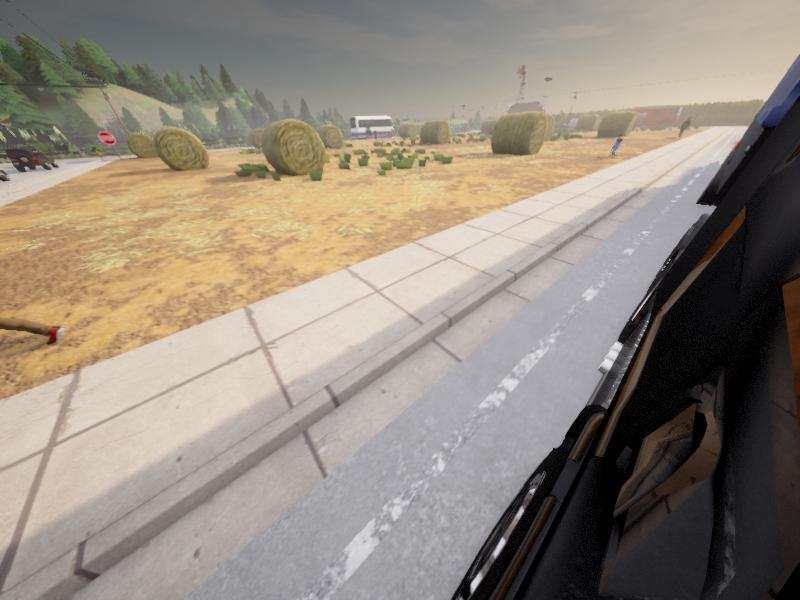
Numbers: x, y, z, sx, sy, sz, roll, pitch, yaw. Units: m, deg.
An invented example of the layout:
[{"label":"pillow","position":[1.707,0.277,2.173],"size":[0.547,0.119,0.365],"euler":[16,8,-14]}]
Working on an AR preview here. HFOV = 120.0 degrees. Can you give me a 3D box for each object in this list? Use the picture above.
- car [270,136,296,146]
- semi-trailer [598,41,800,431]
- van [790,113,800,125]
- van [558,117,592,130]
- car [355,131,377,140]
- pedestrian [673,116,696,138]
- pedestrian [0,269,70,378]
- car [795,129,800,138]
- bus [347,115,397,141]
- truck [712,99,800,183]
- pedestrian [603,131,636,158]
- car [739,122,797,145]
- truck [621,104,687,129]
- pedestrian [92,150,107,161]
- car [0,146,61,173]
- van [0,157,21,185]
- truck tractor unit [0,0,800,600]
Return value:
[{"label":"car","position":[-23.505,-32.072,46.510],"size":[4.193,1.474,1.816],"euler":[-25,42,-27]},{"label":"semi-trailer","position":[8.706,-3.591,4.233],"size":[14.254,4.402,2.717],"euler":[-28,44,-30]},{"label":"van","position":[70.845,-30.582,38.180],"size":[1.988,2.561,5.915],"euler":[-27,44,-29]},{"label":"van","position":[46.958,-47.527,62.250],"size":[2.351,2.431,6.366],"euler":[-27,43,-29]},{"label":"car","position":[-8.065,-39.331,55.152],"size":[4.856,1.649,2.033],"euler":[-25,42,-27]},{"label":"pedestrian","position":[30.014,-18.266,24.383],"size":[0.751,1.860,0.751],"euler":[25,45,31]},{"label":"pedestrian","position":[-4.578,-0.068,2.161],"size":[0.751,1.860,0.751],"euler":[-27,43,-29]},{"label":"car","position":[40.093,-16.315,21.804],"size":[4.792,1.488,2.163],"euler":[-28,44,-30]},{"label":"bus","position":[-6.089,-38.802,52.147],"size":[10.273,4.253,3.944],"euler":[-25,42,-27]},{"label":"truck","position":[16.173,-6.757,9.637],"size":[5.204,2.467,2.627],"euler":[-28,44,-30]},{"label":"pedestrian","position":[13.393,-9.507,14.148],"size":[0.751,1.300,0.751],"euler":[-2,37,1]},{"label":"car","position":[30.663,-14.000,19.364],"size":[4.181,1.385,1.994],"euler":[-28,44,-30]},{"label":"truck","position":[54.387,-39.440,49.876],"size":[2.891,3.827,8.468],"euler":[-27,43,-29]},{"label":"pedestrian","position":[-36.317,-17.499,27.916],"size":[0.500,1.100,0.500],"euler":[-18,40,-20]},{"label":"car","position":[-35.736,-13.648,22.386],"size":[1.905,1.878,3.866],"euler":[-27,43,-29]},{"label":"van","position":[-27.941,-8.276,14.326],"size":[2.351,2.431,6.366],"euler":[-27,43,-29]},{"label":"truck tractor unit","position":[2.645,-0.295,0.351],"size":[6.516,4.208,3.053],"euler":[-28,44,-30]}]
